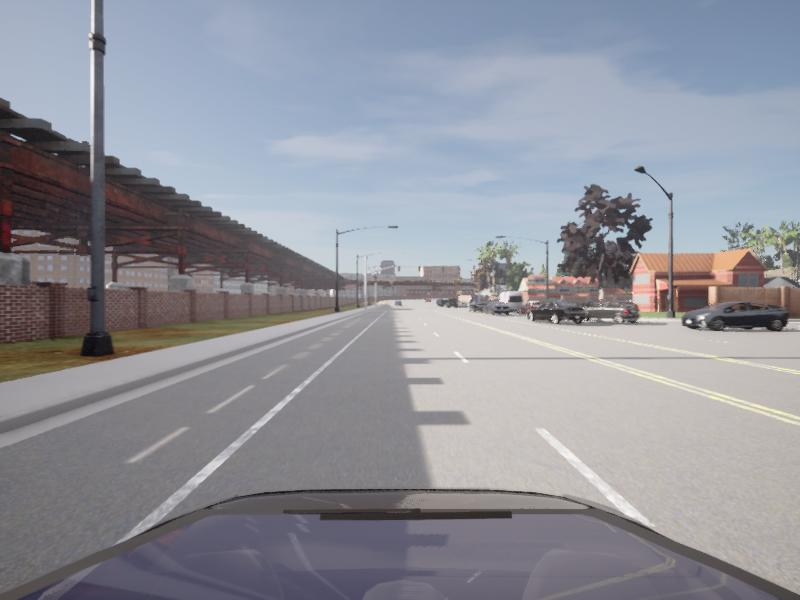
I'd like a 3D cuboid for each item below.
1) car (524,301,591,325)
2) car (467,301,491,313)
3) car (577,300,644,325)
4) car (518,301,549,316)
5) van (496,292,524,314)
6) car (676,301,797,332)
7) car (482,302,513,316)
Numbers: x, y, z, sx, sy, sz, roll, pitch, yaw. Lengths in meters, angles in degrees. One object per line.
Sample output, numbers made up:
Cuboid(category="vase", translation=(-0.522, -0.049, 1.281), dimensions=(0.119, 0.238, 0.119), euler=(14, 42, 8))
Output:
Cuboid(category="car", translation=(10.630, 0.851, 27.456), dimensions=(1.837, 1.490, 4.892), euler=(0, -1, -12))
Cuboid(category="car", translation=(10.299, 0.854, 52.468), dimensions=(2.128, 1.511, 4.902), euler=(0, 0, 0))
Cuboid(category="car", translation=(14.495, 0.826, 27.759), dimensions=(1.789, 1.549, 3.705), euler=(-1, 1, -28))
Cuboid(category="car", translation=(13.861, 0.868, 41.684), dimensions=(1.970, 1.475, 3.806), euler=(0, 0, 0))
Cuboid(category="van", translation=(13.796, 0.339, 50.505), dimensions=(1.988, 2.561, 5.915), euler=(0, 0, 0))
Cuboid(category="car", translation=(17.350, 0.836, 20.802), dimensions=(4.514, 1.525, 2.007), euler=(0, 0, 2))
Cuboid(category="car", translation=(10.310, 0.909, 42.892), dimensions=(2.033, 1.411, 5.357), euler=(0, 0, 0))
